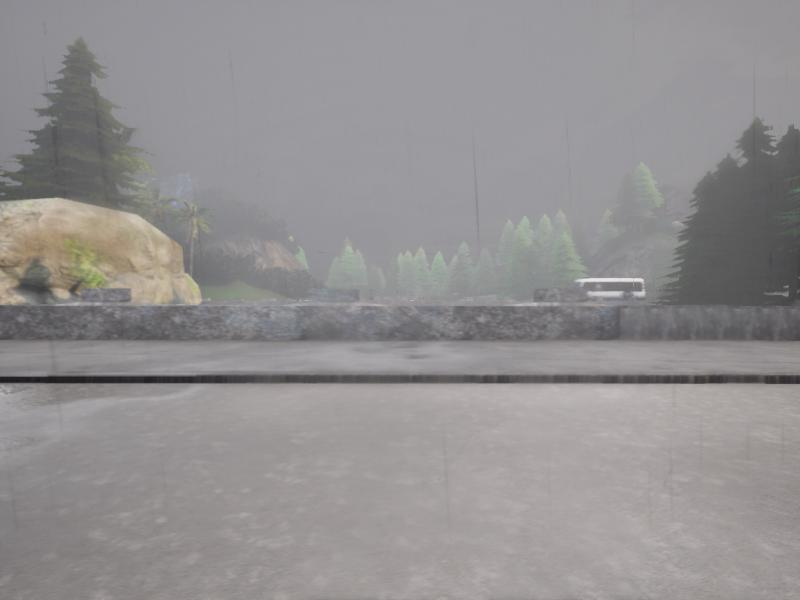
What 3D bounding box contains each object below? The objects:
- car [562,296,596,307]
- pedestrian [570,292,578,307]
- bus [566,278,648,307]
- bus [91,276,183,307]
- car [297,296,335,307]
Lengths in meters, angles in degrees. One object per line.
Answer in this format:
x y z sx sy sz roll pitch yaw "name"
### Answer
25.092 0.212 56.259 3.988 1.617 1.851 0 0 0 "car"
22.175 -0.046 50.996 0.751 1.860 0.751 0 0 0 "pedestrian"
30.993 -1.109 60.154 10.273 4.253 3.944 0 0 0 "bus"
-36.802 -1.171 56.267 10.273 4.253 3.944 0 0 0 "bus"
-11.776 0.231 56.194 4.892 1.490 1.837 0 0 0 "car"
